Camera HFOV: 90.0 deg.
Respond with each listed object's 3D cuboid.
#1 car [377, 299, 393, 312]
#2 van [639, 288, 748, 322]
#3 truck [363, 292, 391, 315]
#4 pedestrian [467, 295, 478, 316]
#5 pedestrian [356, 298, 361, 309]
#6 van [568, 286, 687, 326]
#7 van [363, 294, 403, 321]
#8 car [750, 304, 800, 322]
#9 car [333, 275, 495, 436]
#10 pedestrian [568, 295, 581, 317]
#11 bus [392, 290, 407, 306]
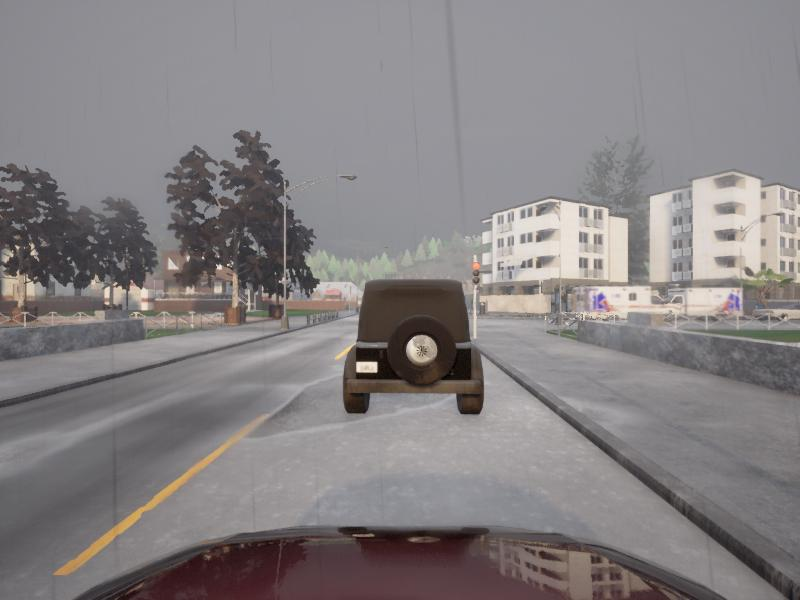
[{"bbox_3d":[-2.101,0.774,57.307,2.033,1.649,4.856,0,1,2],"label":"car"},{"bbox_3d":[21.752,0.378,29.883,6.366,2.431,2.351,0,0,2],"label":"van"},{"bbox_3d":[-2.516,0.351,44.808,2.627,2.467,5.204,0,0,2],"label":"truck"},{"bbox_3d":[6.579,0.524,36.227,0.751,1.860,0.751,0,0,-14],"label":"pedestrian"},{"bbox_3d":[-7.012,0.533,67.541,0.751,1.860,0.751,0,0,2],"label":"pedestrian"},{"bbox_3d":[14.629,0.378,26.021,6.366,2.431,2.351,0,0,2],"label":"van"},{"bbox_3d":[-1.458,0.573,32.873,2.069,2.038,4.480,-1,0,-19],"label":"van"},{"bbox_3d":[29.156,0.944,29.630,4.718,1.301,1.895,0,0,2],"label":"car"},{"bbox_3d":[0.220,0.646,6.640,1.905,1.878,3.866,0,0,2],"label":"car"},{"bbox_3d":[15.319,0.524,35.135,0.751,1.860,0.751,0,0,-5],"label":"pedestrian"},{"bbox_3d":[-0.109,-0.539,113.645,3.944,4.253,10.273,0,0,2],"label":"bus"}]
